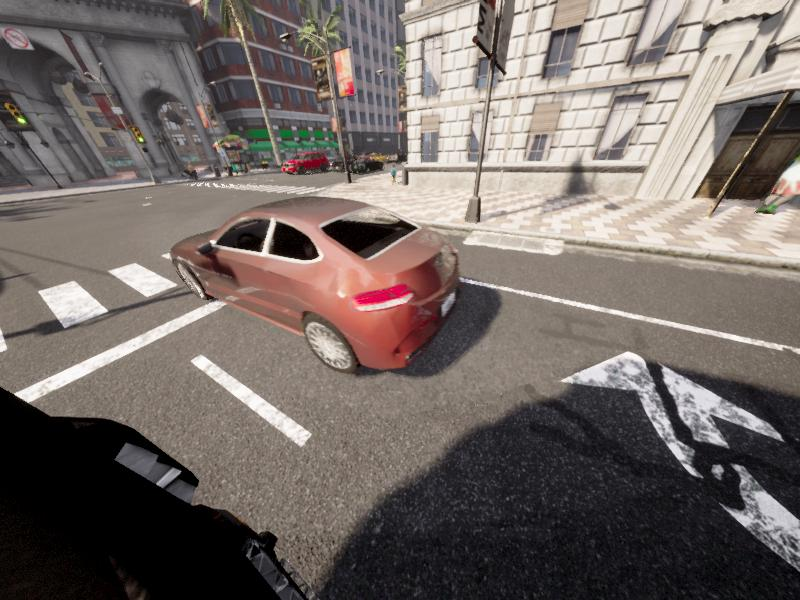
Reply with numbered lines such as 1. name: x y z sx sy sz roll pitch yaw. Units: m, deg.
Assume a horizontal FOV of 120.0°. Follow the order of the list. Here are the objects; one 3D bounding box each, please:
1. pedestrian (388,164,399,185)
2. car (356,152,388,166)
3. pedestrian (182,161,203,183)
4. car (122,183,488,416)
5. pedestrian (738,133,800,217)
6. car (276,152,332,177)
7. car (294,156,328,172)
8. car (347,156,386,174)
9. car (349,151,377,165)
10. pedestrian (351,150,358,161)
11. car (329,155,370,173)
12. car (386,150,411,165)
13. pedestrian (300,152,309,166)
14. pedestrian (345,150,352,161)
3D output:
1. pedestrian: -0.395 -7.944 14.616 0.500 1.100 0.500 15 37 25
2. car: -4.159 -21.598 35.343 1.801 1.575 5.366 16 38 27
3. pedestrian: -20.830 -12.893 23.221 0.751 1.860 0.751 17 39 27
4. car: -1.582 -0.723 3.688 5.027 1.651 2.152 17 38 26
5. pedestrian: 10.293 -3.207 5.979 0.751 1.860 0.751 6 35 13
6. car: -10.661 -15.544 26.307 2.150 2.045 5.566 16 38 26
7. car: -11.720 -18.099 30.682 1.789 1.549 3.705 16 38 26
8. car: -3.489 -14.563 24.893 1.994 1.385 4.181 16 38 26
9. car: -6.014 -23.698 38.453 2.097 1.767 4.553 16 38 26
10. pedestrian: -8.967 -28.504 45.533 0.751 1.860 0.751 -18 36 -22
11. car: -5.804 -16.177 27.384 1.837 1.490 4.892 16 38 26
12. car: -0.106 -21.744 35.228 1.851 1.617 3.988 18 39 28
13. pedestrian: -15.566 -22.947 37.675 0.751 1.860 0.751 5 34 11
14. pedestrian: -10.399 -28.996 46.384 0.751 1.860 0.751 22 41 33
